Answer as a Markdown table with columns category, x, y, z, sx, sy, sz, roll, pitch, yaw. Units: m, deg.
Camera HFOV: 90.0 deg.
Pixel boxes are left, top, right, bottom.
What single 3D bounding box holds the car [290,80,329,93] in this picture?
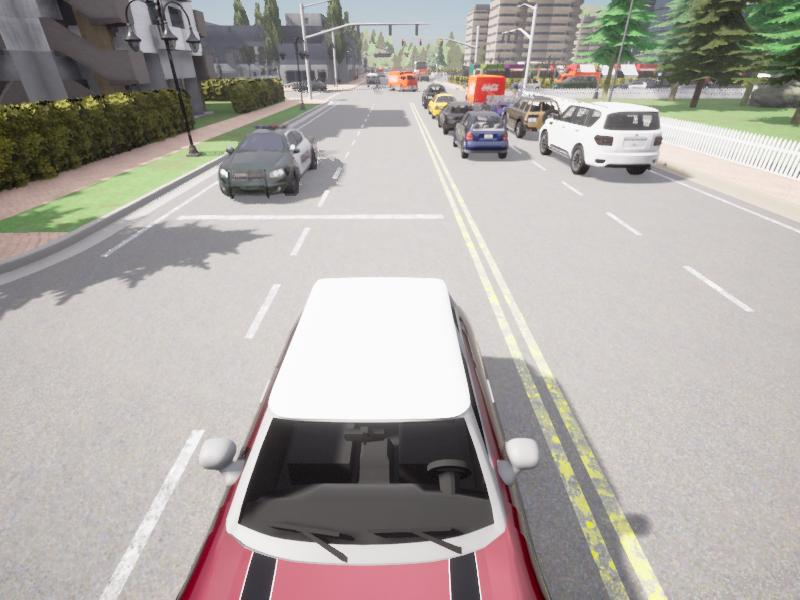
| category | x | y | z | sx | sy | sz | roll | pitch | yaw |
| --- | --- | --- | --- | --- | --- | --- | --- | --- | --- |
| car | -12.072 | -28.599 | 53.574 | 4.674 | 1.442 | 1.812 | -2 | 30 | -3 |

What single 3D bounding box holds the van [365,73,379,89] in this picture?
| category | x | y | z | sx | sy | sz | roll | pitch | yaw |
| --- | --- | --- | --- | --- | --- | --- | --- | --- | --- |
| van | -4.519 | -35.743 | 65.224 | 2.069 | 2.038 | 4.480 | 0 | 30 | -1 |

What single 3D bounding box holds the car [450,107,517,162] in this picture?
| category | x | y | z | sx | sy | sz | roll | pitch | yaw |
| --- | --- | --- | --- | --- | --- | --- | --- | --- | --- |
| car | 3.143 | -6.677 | 15.915 | 1.789 | 1.549 | 3.705 | 0 | 30 | -1 |

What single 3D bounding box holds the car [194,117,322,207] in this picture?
| category | x | y | z | sx | sy | sz | roll | pitch | yaw |
| --- | --- | --- | --- | --- | --- | --- | --- | --- | --- |
| car | -3.804 | -4.299 | 11.858 | 2.038 | 1.542 | 4.974 | 0 | 31 | -1 |

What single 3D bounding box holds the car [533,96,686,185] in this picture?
| category | x | y | z | sx | sy | sz | roll | pitch | yaw |
| --- | --- | --- | --- | --- | --- | --- | --- | --- | --- |
| car | 6.668 | -5.727 | 13.799 | 2.150 | 2.045 | 5.566 | 0 | 30 | -1 |

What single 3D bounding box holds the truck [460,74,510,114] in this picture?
| category | x | y | z | sx | sy | sz | roll | pitch | yaw |
| --- | --- | --- | --- | --- | --- | --- | --- | --- | --- |
| truck | 6.435 | -16.073 | 31.100 | 2.627 | 2.467 | 5.204 | 0 | 30 | 0 |

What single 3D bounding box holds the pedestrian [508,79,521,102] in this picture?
| category | x | y | z | sx | sy | sz | roll | pitch | yaw |
| --- | --- | --- | --- | --- | --- | --- | --- | --- | --- |
| pedestrian | 10.633 | -19.479 | 37.188 | 0.751 | 1.860 | 0.751 | 0 | 30 | 0 |

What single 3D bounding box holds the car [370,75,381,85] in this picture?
| category | x | y | z | sx | sy | sz | roll | pitch | yaw |
| --- | --- | --- | --- | --- | --- | --- | --- | --- | --- |
| car | -4.675 | -42.299 | 76.916 | 1.789 | 1.549 | 3.705 | 0 | 30 | -1 |

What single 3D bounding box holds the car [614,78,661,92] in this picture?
| category | x | y | z | sx | sy | sz | roll | pitch | yaw |
| --- | --- | --- | --- | --- | --- | --- | --- | --- | --- |
| car | 32.466 | -29.410 | 54.757 | 4.856 | 1.649 | 2.033 | -1 | 30 | -2 |

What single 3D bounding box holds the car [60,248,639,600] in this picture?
| category | x | y | z | sx | sy | sz | roll | pitch | yaw |
| --- | --- | --- | --- | --- | --- | --- | --- | --- | --- |
| car | -0.172 | 1.065 | 2.755 | 1.970 | 1.475 | 3.806 | 0 | 30 | 0 |

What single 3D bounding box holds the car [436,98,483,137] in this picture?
| category | x | y | z | sx | sy | sz | roll | pitch | yaw |
| --- | --- | --- | --- | --- | --- | --- | --- | --- | --- |
| car | 3.067 | -9.828 | 21.391 | 1.816 | 1.474 | 4.193 | 0 | 30 | -1 |

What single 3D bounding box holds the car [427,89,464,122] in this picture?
| category | x | y | z | sx | sy | sz | roll | pitch | yaw |
| --- | --- | --- | --- | --- | --- | --- | --- | --- | --- |
| car | 2.988 | -13.395 | 27.395 | 1.801 | 1.575 | 5.366 | 0 | 30 | -1 |

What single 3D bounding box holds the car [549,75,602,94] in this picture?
| category | x | y | z | sx | sy | sz | roll | pitch | yaw |
| --- | --- | --- | --- | --- | --- | --- | --- | --- | --- |
| car | 22.425 | -27.630 | 51.313 | 5.566 | 2.045 | 2.150 | -1 | 30 | -2 |

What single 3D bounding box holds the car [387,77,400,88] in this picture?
| category | x | y | z | sx | sy | sz | roll | pitch | yaw |
| --- | --- | --- | --- | --- | --- | --- | --- | --- | --- |
| car | -1.047 | -36.701 | 67.418 | 2.163 | 1.488 | 4.792 | 0 | 30 | -1 |

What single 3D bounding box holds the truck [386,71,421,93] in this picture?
| category | x | y | z | sx | sy | sz | roll | pitch | yaw |
| --- | --- | --- | --- | --- | --- | --- | --- | --- | --- |
| truck | 0.427 | -29.843 | 54.684 | 2.627 | 2.467 | 5.204 | -15 | 33 | -24 |

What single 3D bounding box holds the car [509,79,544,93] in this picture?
| category | x | y | z | sx | sy | sz | roll | pitch | yaw |
| --- | --- | --- | --- | --- | --- | --- | --- | --- | --- |
| car | 17.075 | -29.145 | 54.344 | 3.988 | 1.617 | 1.851 | 0 | 30 | 0 |

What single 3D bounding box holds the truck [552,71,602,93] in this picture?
| category | x | y | z | sx | sy | sz | roll | pitch | yaw |
| --- | --- | --- | --- | --- | --- | --- | --- | --- | --- |
| truck | 23.864 | -29.602 | 54.281 | 5.204 | 2.467 | 2.627 | -1 | 30 | -2 |

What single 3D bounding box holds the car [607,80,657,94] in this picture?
| category | x | y | z | sx | sy | sz | roll | pitch | yaw |
| --- | --- | --- | --- | --- | --- | --- | --- | --- | --- |
| car | 29.871 | -27.546 | 51.679 | 4.974 | 1.542 | 2.038 | -1 | 30 | -2 |

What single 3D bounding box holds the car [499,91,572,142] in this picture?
| category | x | y | z | sx | sy | sz | roll | pitch | yaw |
| --- | --- | --- | --- | --- | --- | --- | --- | --- | --- |
| car | 6.585 | -9.310 | 20.103 | 1.932 | 1.855 | 4.605 | 0 | 30 | -1 |

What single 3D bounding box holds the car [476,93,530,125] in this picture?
| category | x | y | z | sx | sy | sz | roll | pitch | yaw |
| --- | --- | --- | --- | --- | --- | --- | --- | --- | --- |
| car | 6.509 | -12.431 | 25.842 | 2.163 | 1.488 | 4.792 | 0 | 30 | -1 |

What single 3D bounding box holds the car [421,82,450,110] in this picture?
| category | x | y | z | sx | sy | sz | roll | pitch | yaw |
| --- | --- | --- | --- | --- | --- | --- | --- | --- | --- |
| car | 2.907 | -17.075 | 33.404 | 1.932 | 1.855 | 4.605 | 0 | 30 | -1 |
